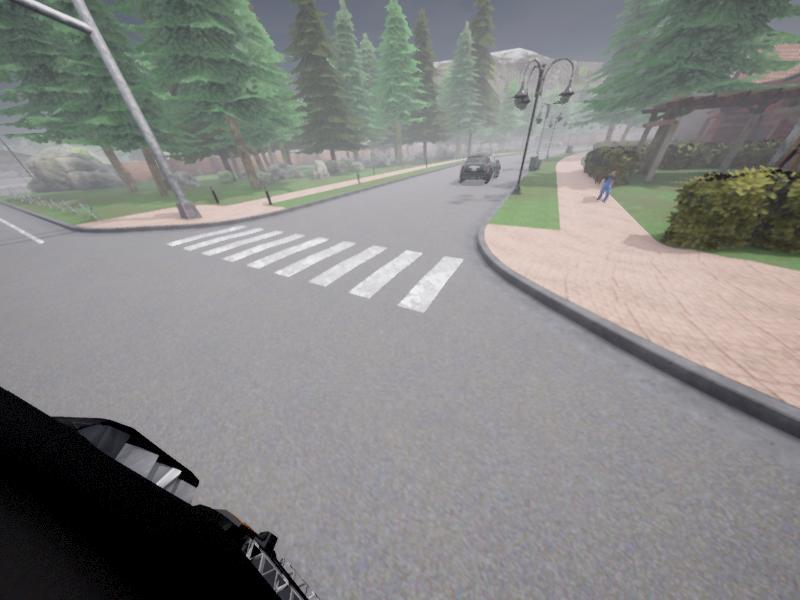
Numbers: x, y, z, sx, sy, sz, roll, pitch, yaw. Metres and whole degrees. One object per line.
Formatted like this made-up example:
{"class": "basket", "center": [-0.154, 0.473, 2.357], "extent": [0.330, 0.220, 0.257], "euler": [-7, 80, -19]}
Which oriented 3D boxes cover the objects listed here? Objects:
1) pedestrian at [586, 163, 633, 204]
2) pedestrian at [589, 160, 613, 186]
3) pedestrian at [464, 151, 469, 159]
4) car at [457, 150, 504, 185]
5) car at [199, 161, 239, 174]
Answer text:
{"class": "pedestrian", "center": [7.932, -4.455, 8.836], "extent": [0.751, 1.300, 0.751], "euler": [7, 35, 15]}
{"class": "pedestrian", "center": [10.269, -6.489, 11.834], "extent": [0.500, 1.100, 0.500], "euler": [12, 36, 21]}
{"class": "pedestrian", "center": [10.916, -23.774, 37.929], "extent": [0.500, 1.100, 0.500], "euler": [17, 38, 27]}
{"class": "car", "center": [5.930, -9.701, 16.790], "extent": [2.097, 1.767, 4.553], "euler": [15, 37, 25]}
{"class": "car", "center": [-32.607, -23.985, 41.778], "extent": [2.152, 1.651, 5.027], "euler": [14, 37, 24]}
